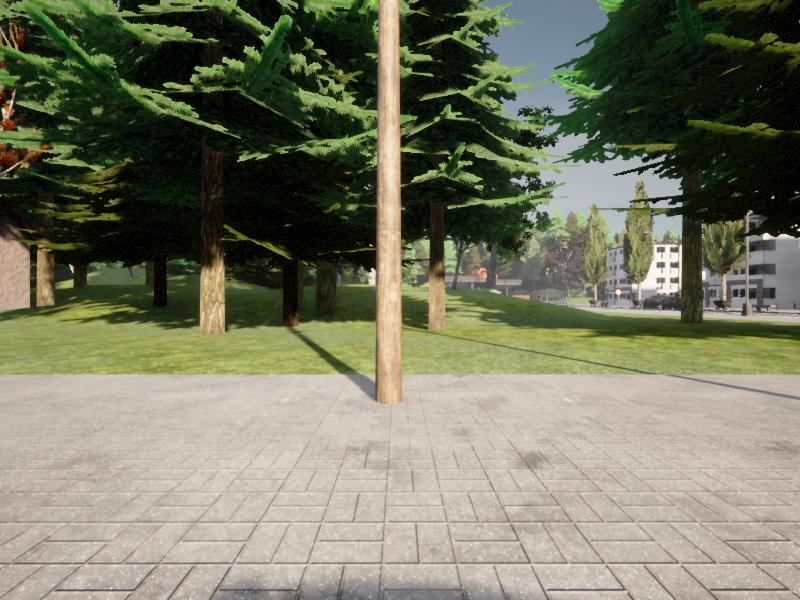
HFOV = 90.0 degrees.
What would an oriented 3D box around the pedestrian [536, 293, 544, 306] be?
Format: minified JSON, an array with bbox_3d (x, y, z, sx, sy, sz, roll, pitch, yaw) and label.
[{"bbox_3d":[18.988,-0.067,54.217,0.751,1.860,0.751,0,0,-36],"label":"pedestrian"}]

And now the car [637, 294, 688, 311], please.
[{"bbox_3d":[25.592,0.244,39.245,1.837,1.490,4.892,0,0,0],"label":"car"}]
